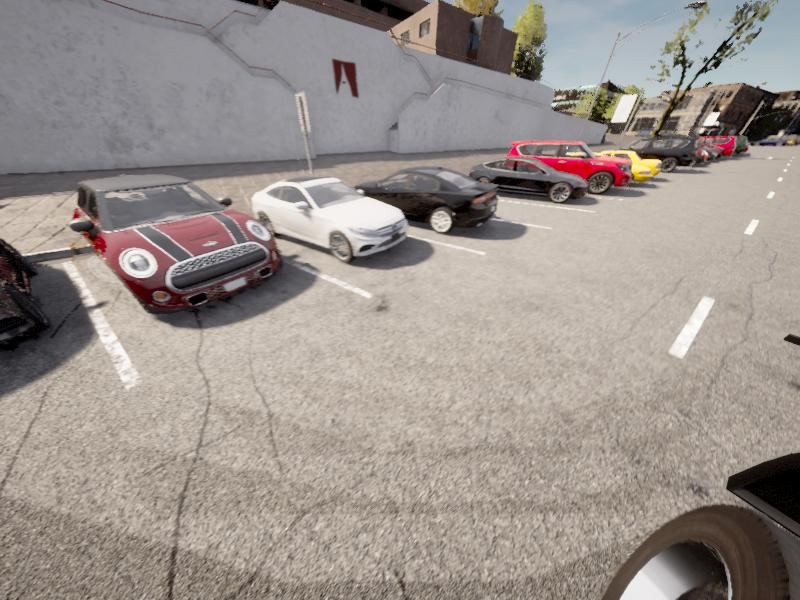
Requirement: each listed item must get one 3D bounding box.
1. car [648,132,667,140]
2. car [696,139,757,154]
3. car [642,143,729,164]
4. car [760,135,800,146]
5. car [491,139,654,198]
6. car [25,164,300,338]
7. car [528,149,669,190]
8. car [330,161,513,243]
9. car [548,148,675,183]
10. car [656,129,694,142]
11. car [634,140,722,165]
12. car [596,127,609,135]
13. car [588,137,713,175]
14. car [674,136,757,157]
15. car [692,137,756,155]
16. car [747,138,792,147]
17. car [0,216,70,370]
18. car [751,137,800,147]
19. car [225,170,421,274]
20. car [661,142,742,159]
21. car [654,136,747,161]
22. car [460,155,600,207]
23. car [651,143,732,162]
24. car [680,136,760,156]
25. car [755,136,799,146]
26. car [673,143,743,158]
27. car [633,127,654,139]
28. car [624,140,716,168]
[{"bbox_3d":[62.453,-39.825,56.114,2.002,1.452,4.674,27,42,25],"label":"car"},{"bbox_3d":[47.307,-22.412,33.697,4.553,1.767,2.185,22,41,29],"label":"car"},{"bbox_3d":[27.502,-14.418,22.633,4.892,1.521,2.231,21,40,29],"label":"car"},{"bbox_3d":[87.577,-36.645,53.103,4.442,1.987,1.878,26,42,33],"label":"car"},{"bbox_3d":[7.852,-6.590,11.307,5.566,2.045,2.435,21,40,29],"label":"car"},{"bbox_3d":[-4.498,-1.446,4.452,4.553,1.767,2.185,21,40,29],"label":"car"},{"bbox_3d":[10.443,-7.346,12.761,5.366,1.575,1.946,21,40,29],"label":"car"},{"bbox_3d":[0.453,-3.348,7.285,5.008,1.535,2.097,21,41,29],"label":"car"},{"bbox_3d":[12.593,-8.467,14.327,5.366,1.575,1.946,21,41,29],"label":"car"},{"bbox_3d":[58.056,-34.720,48.817,1.932,1.855,4.605,-21,45,-29],"label":"car"},{"bbox_3d":[25.019,-13.535,21.172,4.553,1.767,2.185,21,40,29],"label":"car"},{"bbox_3d":[55.639,-46.442,63.588,2.231,1.521,4.892,27,42,25],"label":"car"},{"bbox_3d":[17.635,-10.631,16.896,5.566,2.045,2.435,21,41,29],"label":"car"},{"bbox_3d":[39.799,-19.592,29.498,5.566,2.045,2.435,21,40,29],"label":"car"},{"bbox_3d":[44.882,-21.496,32.228,4.442,1.987,1.878,22,40,29],"label":"car"},{"bbox_3d":[79.528,-34.004,49.867,4.792,1.488,2.163,25,42,32],"label":"car"},{"bbox_3d":[-6.929,-0.292,3.141,4.674,1.452,2.002,21,40,29],"label":"car"},{"bbox_3d":[82.349,-34.732,50.807,5.366,1.575,1.946,25,42,33],"label":"car"},{"bbox_3d":[-2.012,-2.309,5.925,4.674,1.452,2.002,21,40,29],"label":"car"},{"bbox_3d":[34.735,-17.457,26.917,5.366,1.575,1.946,21,40,29],"label":"car"},{"bbox_3d":[32.398,-16.619,25.299,5.566,2.045,2.435,21,40,29],"label":"car"},{"bbox_3d":[5.395,-5.347,10.074,4.792,1.488,2.163,21,40,29],"label":"car"},{"bbox_3d":[29.938,-15.393,24.055,4.792,1.488,2.163,21,40,29],"label":"car"},{"bbox_3d":[42.328,-20.565,30.870,5.566,2.045,2.435,21,40,29],"label":"car"},{"bbox_3d":[84.820,-35.768,52.055,4.553,1.767,2.185,25,42,33],"label":"car"},{"bbox_3d":[37.356,-18.352,28.249,4.674,1.452,2.002,21,40,29],"label":"car"},{"bbox_3d":[60.783,-41.713,57.827,2.435,2.045,5.566,27,42,25],"label":"car"},{"bbox_3d":[22.608,-12.513,19.737,4.553,1.767,2.185,21,41,29],"label":"car"}]
